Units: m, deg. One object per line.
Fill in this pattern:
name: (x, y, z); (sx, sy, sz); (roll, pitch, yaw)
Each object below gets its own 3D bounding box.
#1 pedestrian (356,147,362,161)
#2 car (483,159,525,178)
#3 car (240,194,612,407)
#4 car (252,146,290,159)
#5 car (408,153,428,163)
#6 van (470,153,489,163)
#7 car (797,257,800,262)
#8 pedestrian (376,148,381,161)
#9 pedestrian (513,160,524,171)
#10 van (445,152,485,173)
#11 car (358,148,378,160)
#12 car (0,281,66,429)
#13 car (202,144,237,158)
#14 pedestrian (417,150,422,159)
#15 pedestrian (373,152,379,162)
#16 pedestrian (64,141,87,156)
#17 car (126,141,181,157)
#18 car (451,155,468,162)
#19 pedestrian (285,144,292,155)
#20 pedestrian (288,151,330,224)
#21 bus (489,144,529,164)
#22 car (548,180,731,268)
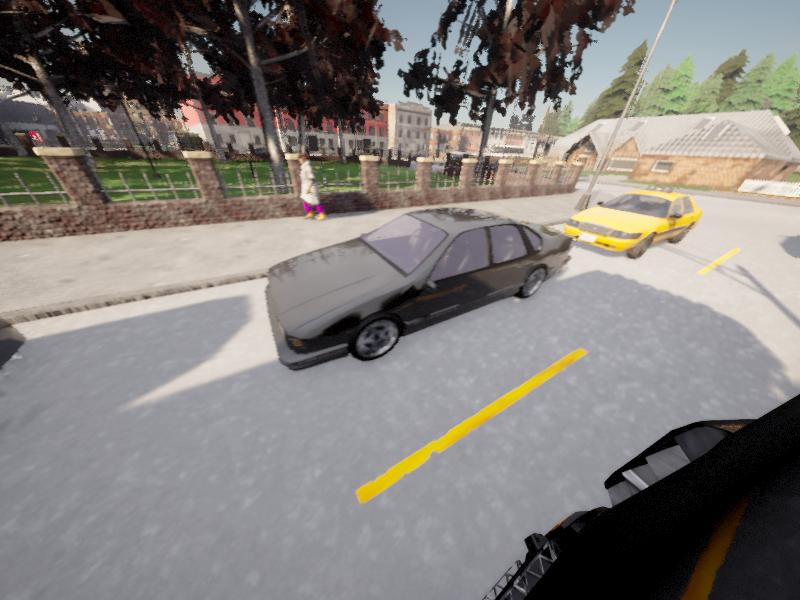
pedestrian: (-6.860, -24.398, 38.616); (0.751, 1.860, 0.751); (-16, 38, -26)
car: (11.331, -14.557, 25.506); (1.845, 1.501, 3.633); (-16, 38, -26)
car: (0.736, -0.696, 3.829); (5.357, 1.411, 2.033); (-16, 38, -26)
car: (-20.448, -23.435, 36.748); (4.892, 1.490, 1.837); (-16, 38, -26)
car: (3.338, -26.652, 43.301); (1.845, 1.501, 3.633); (-18, 39, -28)
van: (21.248, -37.877, 61.606); (4.442, 1.987, 1.775); (-16, 38, -26)
car: (13.198, -1.773, 6.159); (3.988, 1.617, 1.851); (-16, 38, -26)
pedestrian: (-3.718, -25.032, 39.804); (0.751, 1.860, 0.751); (-2, 34, -7)
pedestrian: (16.496, -18.730, 32.187); (0.751, 1.300, 0.751); (-7, 35, -15)
van: (8.248, -17.832, 29.793); (2.069, 2.038, 4.480); (-16, 38, -26)
car: (-6.441, -29.553, 46.679); (3.866, 1.878, 1.905); (-1, 33, -7)
car: (-5.126, 0.845, 0.946); (3.633, 1.501, 1.845); (-17, 38, -27)
car: (-26.275, -21.801, 33.797); (3.705, 1.549, 1.789); (-16, 38, -26)
pedestrian: (4.801, -36.553, 57.903); (0.751, 1.860, 0.751); (29, 42, 34)
pedestrian: (-4.066, -23.968, 38.672); (0.751, 1.300, 0.751); (-16, 38, -26)
pedestrian: (-34.858, -16.304, 24.835); (0.751, 1.300, 0.751); (-16, 38, -26)
car: (-32.499, -20.017, 30.669); (4.514, 1.525, 2.007); (-16, 38, -26)
car: (15.126, -35.962, 58.642); (3.633, 1.501, 1.845); (-16, 38, -26)
pedestrian: (-21.547, -29.144, 44.771); (0.751, 1.860, 0.751); (-20, 40, -31)
pedestrian: (-2.708, -3.379, 6.997); (0.751, 1.860, 0.751); (-16, 38, -26)
bus: (30.881, -41.463, 65.672); (10.273, 4.253, 3.944); (-16, 38, -26)
car: (7.171, -2.524, 6.893); (5.366, 1.575, 1.801); (-15, 37, -25)
